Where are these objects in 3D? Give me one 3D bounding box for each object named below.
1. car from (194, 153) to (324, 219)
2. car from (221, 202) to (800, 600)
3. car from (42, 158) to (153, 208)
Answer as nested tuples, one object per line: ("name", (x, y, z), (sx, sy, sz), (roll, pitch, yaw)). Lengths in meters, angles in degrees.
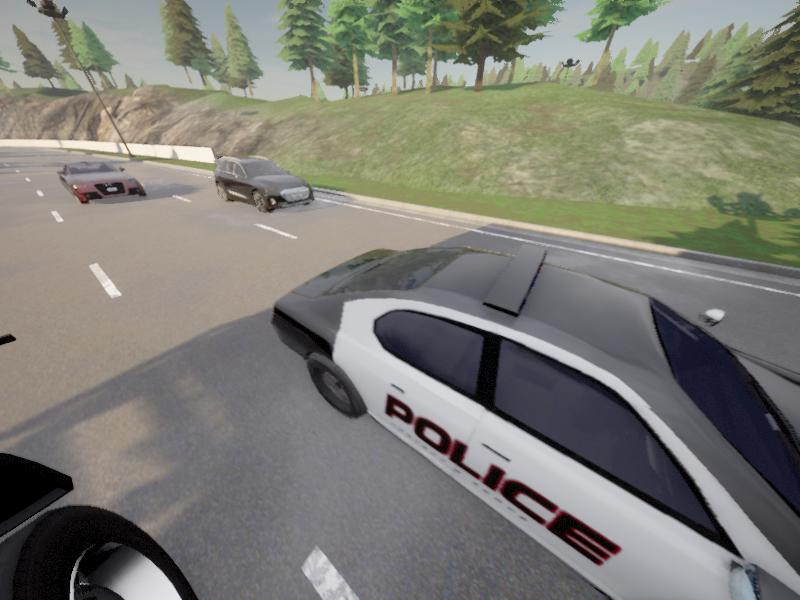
("car", (-5.609, -4.722, 9.176), (4.856, 1.649, 2.033), (22, 41, 28))
("car", (1.171, 0.555, 1.821), (4.974, 1.542, 2.038), (22, 41, 28))
("car", (-13.107, -5.215, 10.033), (4.181, 1.385, 1.994), (22, 41, 28))
